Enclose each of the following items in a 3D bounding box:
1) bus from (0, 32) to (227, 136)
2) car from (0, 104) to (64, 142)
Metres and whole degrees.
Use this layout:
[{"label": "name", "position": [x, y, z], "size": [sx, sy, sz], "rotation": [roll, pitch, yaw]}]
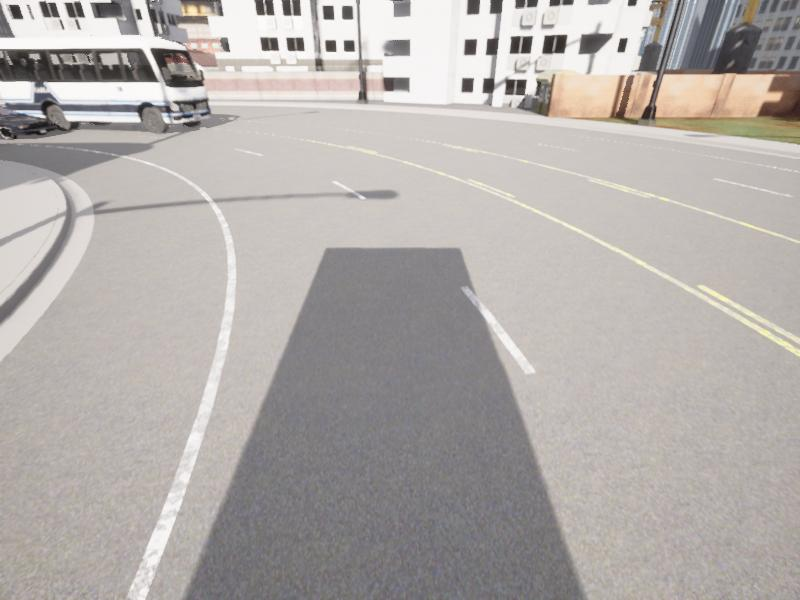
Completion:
[{"label": "bus", "position": [-15.338, -11.292, 21.032], "size": [10.273, 4.253, 3.944], "rotation": [5, 30, 9]}, {"label": "car", "position": [-19.648, -8.521, 19.123], "size": [5.357, 1.411, 2.033], "rotation": [3, 31, 5]}]
